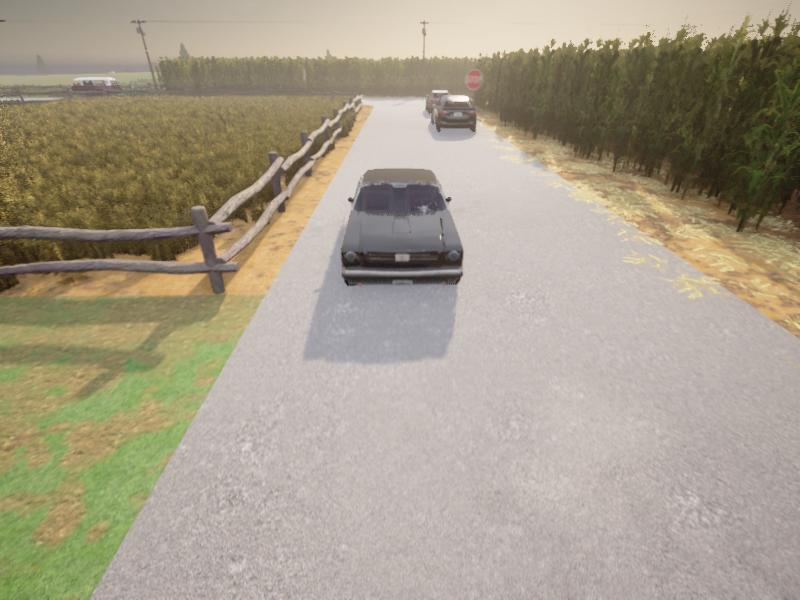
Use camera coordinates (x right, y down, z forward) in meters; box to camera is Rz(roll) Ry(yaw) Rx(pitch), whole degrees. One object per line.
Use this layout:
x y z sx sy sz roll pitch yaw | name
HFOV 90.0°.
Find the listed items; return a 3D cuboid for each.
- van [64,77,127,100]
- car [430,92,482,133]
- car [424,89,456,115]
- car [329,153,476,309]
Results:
-32.112 -22.394 42.293 4.480 2.038 2.069 0 30 0 | van
3.001 -10.661 22.597 2.242 1.667 4.611 0 30 0 | car
2.963 -15.017 30.243 1.970 1.475 3.806 0 30 0 | car
-0.006 -1.625 7.504 1.895 1.301 4.718 -1 30 -1 | car
